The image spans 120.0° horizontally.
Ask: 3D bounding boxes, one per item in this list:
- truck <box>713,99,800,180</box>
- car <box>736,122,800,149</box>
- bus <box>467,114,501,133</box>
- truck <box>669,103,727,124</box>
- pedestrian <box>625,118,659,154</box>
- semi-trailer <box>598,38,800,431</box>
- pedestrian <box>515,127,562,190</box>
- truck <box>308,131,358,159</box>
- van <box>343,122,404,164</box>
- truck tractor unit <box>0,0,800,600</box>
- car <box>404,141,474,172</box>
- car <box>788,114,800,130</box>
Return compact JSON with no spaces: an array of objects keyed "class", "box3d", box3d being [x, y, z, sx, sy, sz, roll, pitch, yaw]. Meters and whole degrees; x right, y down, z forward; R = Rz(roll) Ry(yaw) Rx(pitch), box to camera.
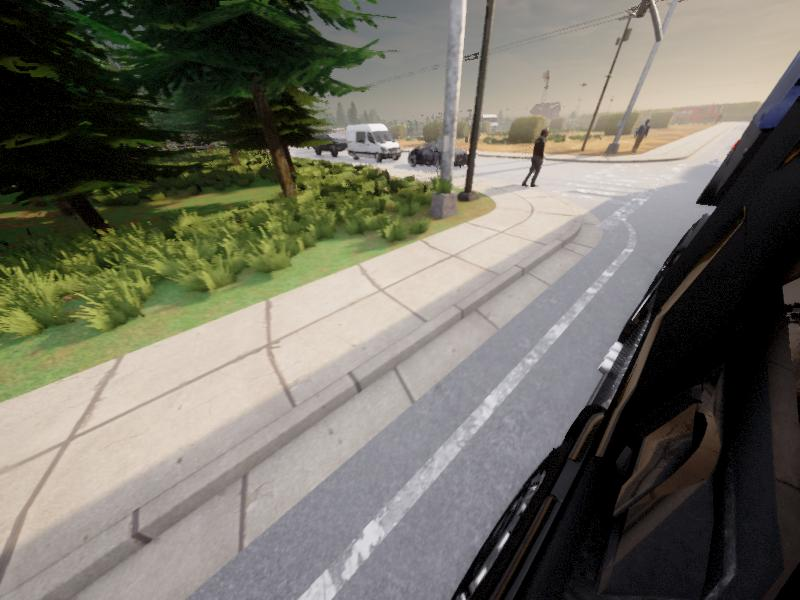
[{"class":"truck","box3d":[16.696,-7.090,10.000,5.204,2.467,2.627,-28,44,-30]},{"class":"car","box3d":[26.579,-11.935,16.748,4.181,1.385,1.994,-28,43,-30]},{"class":"bus","box3d":[26.403,-55.374,72.527,10.273,4.253,3.944,-25,42,-27]},{"class":"truck","box3d":[78.418,-49.083,61.091,2.891,3.827,8.468,-27,43,-29]},{"class":"pedestrian","box3d":[15.699,-10.661,15.063,0.751,1.860,0.751,18,41,26]},{"class":"semi-trailer","box3d":[8.689,-3.607,4.244,14.254,4.402,2.717,-28,43,-30]},{"class":"pedestrian","box3d":[4.914,-5.084,8.340,0.751,1.860,0.751,1,37,5]},{"class":"truck","box3d":[-7.266,-16.635,24.710,2.390,2.098,6.274,-27,43,-29]},{"class":"van","box3d":[-2.335,-13.296,19.547,1.988,2.561,5.915,-27,43,-29]},{"class":"truck tractor unit","box3d":[2.645,-0.295,0.351,6.516,4.208,3.053,-28,44,-30]},{"class":"car","box3d":[2.399,-9.499,15.127,1.994,1.385,4.181,-27,43,-29]},{"class":"car","box3d":[51.618,-22.680,29.321,3.705,1.549,1.789,-27,43,-30]}]
